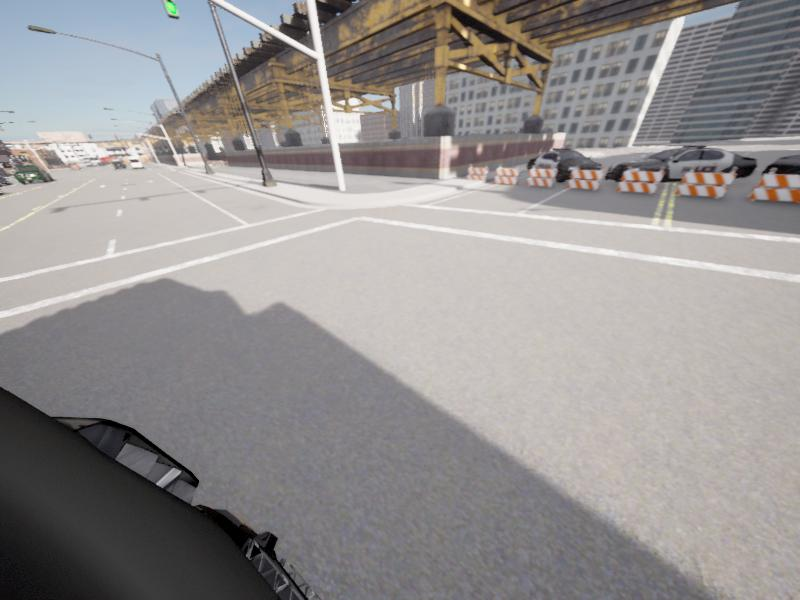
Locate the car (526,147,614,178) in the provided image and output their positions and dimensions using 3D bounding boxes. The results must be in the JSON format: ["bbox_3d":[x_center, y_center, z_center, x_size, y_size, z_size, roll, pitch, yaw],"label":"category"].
[{"bbox_3d":[9.568,-8.174,13.575,1.853,1.218,4.536,-3,34,0],"label":"car"}]

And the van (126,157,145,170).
[{"bbox_3d":[-64.645,-33.477,56.445,1.988,2.561,5.915,-31,43,-35],"label":"van"}]

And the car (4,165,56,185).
[{"bbox_3d":[-49.215,-16.828,30.938,2.150,2.045,5.566,-30,43,-34],"label":"car"}]

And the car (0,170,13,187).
[{"bbox_3d":[-51.137,-14.955,28.544,2.097,1.767,4.553,-31,43,-34],"label":"car"}]

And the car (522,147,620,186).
[{"bbox_3d":[9.577,-8.014,13.620,2.038,1.542,4.974,-3,34,0],"label":"car"}]

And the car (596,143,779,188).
[{"bbox_3d":[12.828,-6.311,10.833,4.974,1.542,2.038,3,34,9],"label":"car"}]

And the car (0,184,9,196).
[{"bbox_3d":[-34.954,-9.097,18.822,1.837,1.490,4.892,-30,43,-34],"label":"car"}]

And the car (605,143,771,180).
[{"bbox_3d":[12.872,-6.439,10.738,4.536,1.218,1.853,3,34,9],"label":"car"}]

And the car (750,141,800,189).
[{"bbox_3d":[17.165,-4.653,8.029,2.038,1.542,4.974,-11,35,-12],"label":"car"}]

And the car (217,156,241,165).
[{"bbox_3d":[-40.261,-32.883,54.489,2.038,1.542,4.974,-3,34,0],"label":"car"}]

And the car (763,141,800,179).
[{"bbox_3d":[17.143,-4.811,7.982,1.853,1.218,4.536,-11,35,-12],"label":"car"}]
